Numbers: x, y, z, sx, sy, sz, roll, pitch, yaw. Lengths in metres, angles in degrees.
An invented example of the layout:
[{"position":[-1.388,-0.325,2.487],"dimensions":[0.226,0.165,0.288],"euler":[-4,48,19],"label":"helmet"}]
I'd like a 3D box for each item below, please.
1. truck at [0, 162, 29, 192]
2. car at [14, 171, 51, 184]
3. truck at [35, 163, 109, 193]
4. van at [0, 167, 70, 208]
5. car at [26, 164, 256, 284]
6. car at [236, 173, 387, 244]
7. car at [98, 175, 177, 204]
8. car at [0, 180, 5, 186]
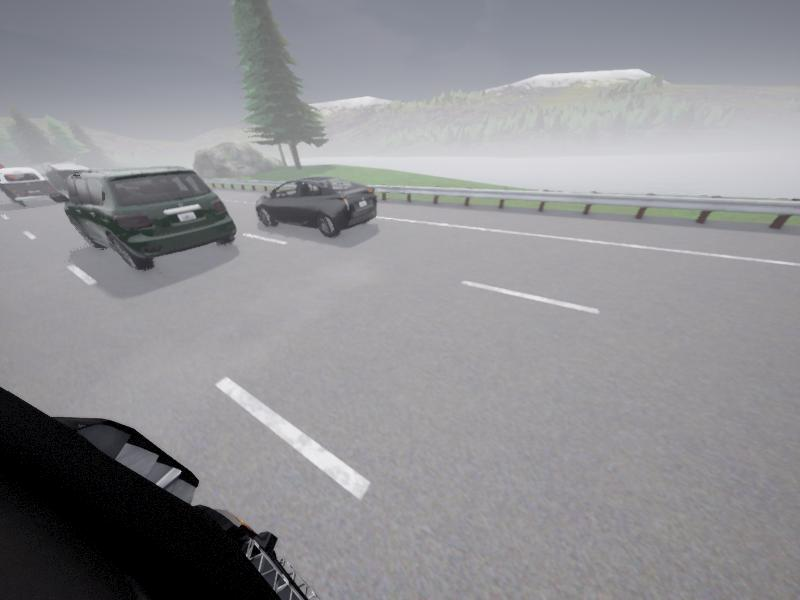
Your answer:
[{"position":[-41.963,-12.666,23.791],"dimensions":[5.204,2.467,2.627],"euler":[16,38,26],"label":"truck"},{"position":[-50.967,-16.998,32.045],"dimensions":[4.718,1.301,1.895],"euler":[16,38,26],"label":"car"},{"position":[-30.518,-11.445,21.501],"dimensions":[6.274,2.098,2.390],"euler":[16,38,26],"label":"truck"},{"position":[-24.544,-7.476,15.127],"dimensions":[4.480,2.038,2.069],"euler":[16,38,26],"label":"van"},{"position":[-6.960,-2.415,6.253],"dimensions":[5.566,2.045,2.150],"euler":[16,38,26],"label":"car"},{"position":[-2.915,-3.266,7.738],"dimensions":[4.514,1.525,2.007],"euler":[16,38,26],"label":"car"},{"position":[-16.860,-7.185,14.839],"dimensions":[4.718,1.301,1.895],"euler":[16,38,26],"label":"car"},{"position":[-54.870,-15.967,30.585],"dimensions":[4.193,1.474,1.816],"euler":[16,38,26],"label":"car"}]
